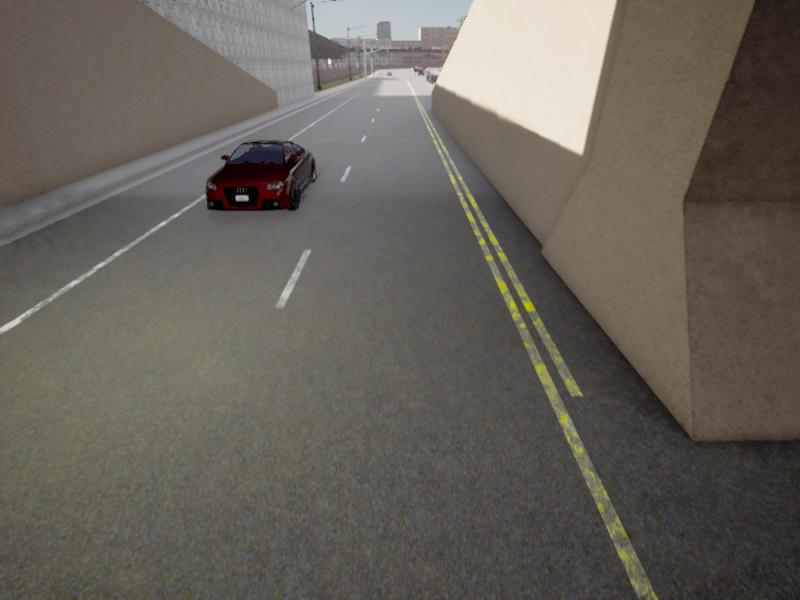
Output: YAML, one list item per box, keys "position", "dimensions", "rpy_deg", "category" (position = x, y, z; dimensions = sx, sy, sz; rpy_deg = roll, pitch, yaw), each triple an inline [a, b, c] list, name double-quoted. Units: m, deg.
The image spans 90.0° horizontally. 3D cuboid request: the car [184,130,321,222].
- position: [-3.498, -3.417, 10.489]
  dimensions: [1.994, 1.385, 4.181]
  rpy_deg: [0, 30, 0]
  category: "car"
